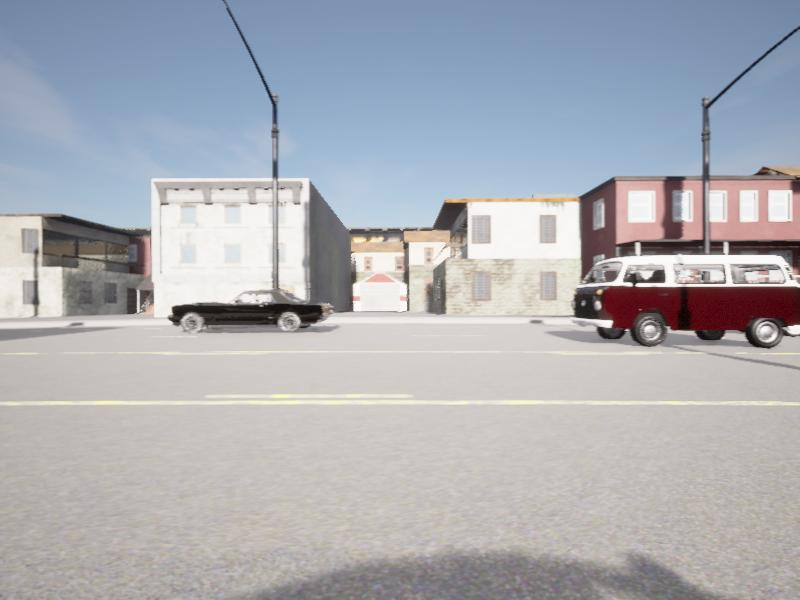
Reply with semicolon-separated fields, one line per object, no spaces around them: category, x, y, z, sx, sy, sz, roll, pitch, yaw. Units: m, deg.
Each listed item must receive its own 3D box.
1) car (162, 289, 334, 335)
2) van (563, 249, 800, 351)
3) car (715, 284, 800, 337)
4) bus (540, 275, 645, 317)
car;-4.622;0.359;12.700;4.718;1.301;1.895;0;0;0
van;6.416;0.003;9.201;4.480;2.038;2.069;1;0;0
car;13.266;0.363;12.703;5.008;1.535;1.882;1;0;0
bus;22.057;-0.400;46.422;10.273;4.253;3.944;0;0;45
